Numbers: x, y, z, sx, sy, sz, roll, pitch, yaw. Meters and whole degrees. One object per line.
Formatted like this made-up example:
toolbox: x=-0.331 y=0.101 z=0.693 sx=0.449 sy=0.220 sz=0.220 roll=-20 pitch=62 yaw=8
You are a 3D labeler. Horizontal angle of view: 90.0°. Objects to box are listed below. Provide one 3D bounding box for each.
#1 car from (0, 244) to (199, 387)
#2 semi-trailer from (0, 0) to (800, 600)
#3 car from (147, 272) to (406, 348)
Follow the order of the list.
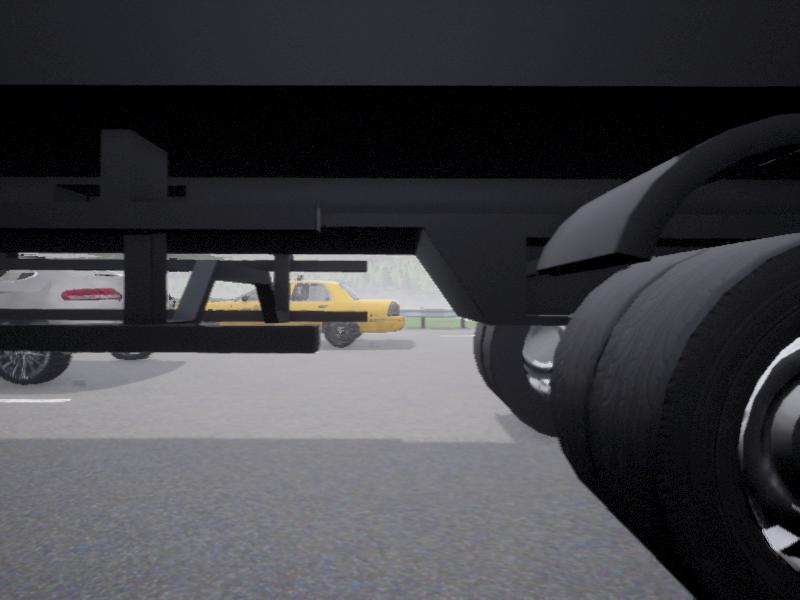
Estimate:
car: x=-5.929 y=0.190 z=5.709 sx=5.027 sy=1.651 sz=2.152 roll=0 pitch=0 yaw=0
semi-trailer: x=-0.140 y=-1.221 z=2.270 sx=14.254 sy=4.402 sz=2.717 roll=0 pitch=0 yaw=0
car: x=-2.565 y=0.207 z=9.205 sx=5.366 sy=1.575 sz=1.801 roll=0 pitch=0 yaw=0
